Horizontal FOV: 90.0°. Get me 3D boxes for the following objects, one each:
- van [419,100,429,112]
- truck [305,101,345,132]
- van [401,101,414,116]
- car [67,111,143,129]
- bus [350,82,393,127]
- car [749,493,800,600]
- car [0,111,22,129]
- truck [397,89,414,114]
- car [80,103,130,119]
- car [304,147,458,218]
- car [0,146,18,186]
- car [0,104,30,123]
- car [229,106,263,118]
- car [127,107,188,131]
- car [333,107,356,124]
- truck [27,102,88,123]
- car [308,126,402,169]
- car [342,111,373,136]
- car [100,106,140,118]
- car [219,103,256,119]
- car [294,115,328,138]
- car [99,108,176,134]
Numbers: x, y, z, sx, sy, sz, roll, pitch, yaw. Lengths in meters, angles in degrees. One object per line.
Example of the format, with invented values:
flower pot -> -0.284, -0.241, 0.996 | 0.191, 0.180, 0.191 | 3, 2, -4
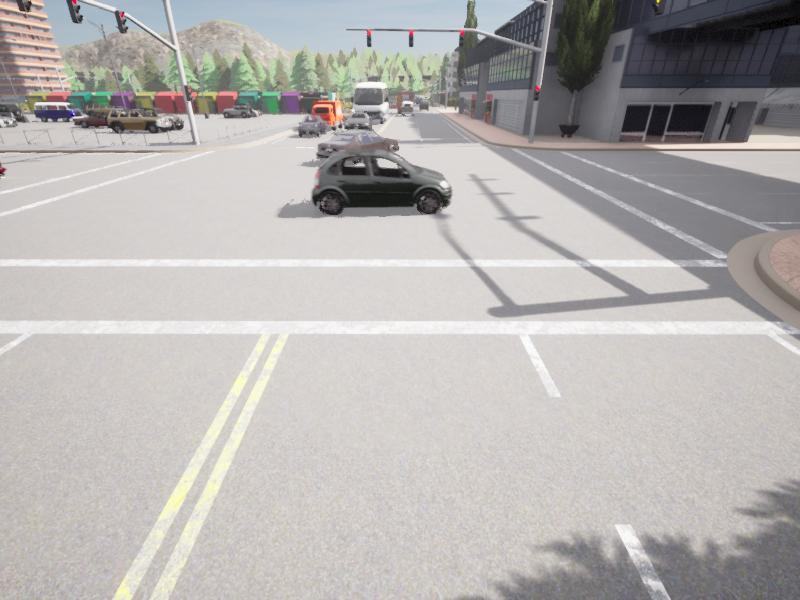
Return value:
van -> 4.805, -38.689, 79.695 | 1.775, 1.987, 4.442 | 1, 27, 1
truck -> -6.972, -17.551, 38.048 | 2.627, 2.467, 5.204 | 1, 27, 1
van -> 1.191, -30.296, 63.313 | 2.069, 2.038, 4.480 | 1, 27, 1
car -> -27.795, -17.046, 37.886 | 5.357, 1.415, 2.033 | 0, 27, 0
bus -> -3.080, -23.001, 46.685 | 3.944, 4.253, 10.273 | 1, 28, 1
car -> 3.500, 2.269, 0.697 | 1.994, 1.385, 4.181 | 0, 27, 0
car -> -38.821, -17.044, 37.898 | 3.806, 1.475, 1.970 | 0, 27, 0
truck -> 1.088, -35.825, 72.108 | 2.891, 3.827, 8.468 | 1, 27, 1
car -> -38.881, -24.985, 52.815 | 4.605, 1.855, 1.932 | 0, 27, 0
car -> -0.518, -3.439, 11.539 | 3.988, 1.617, 1.851 | -1, 27, -2
car -> -17.162, -4.694, 14.321 | 4.718, 1.301, 1.895 | -1, 27, -1
car -> -45.218, -21.227, 45.511 | 3.866, 1.878, 1.905 | 0, 27, 0
car -> -21.345, -26.088, 55.491 | 3.806, 1.475, 1.970 | 0, 27, 0
car -> -21.359, -16.005, 35.354 | 3.866, 1.878, 1.905 | 0, 27, 0
car -> -6.667, -22.384, 48.421 | 1.801, 1.575, 5.366 | 1, 27, 1
truck -> -38.839, -21.312, 45.463 | 4.478, 2.038, 2.069 | 0, 27, 0
car -> -2.064, -7.924, 20.497 | 2.033, 1.411, 5.357 | 14, 31, 26
car -> -3.563, -15.376, 34.745 | 2.152, 1.651, 5.027 | 0, 27, 0
car -> -38.812, -26.122, 55.487 | 3.905, 1.438, 1.784 | 0, 27, 0
car -> -21.361, -24.977, 52.807 | 3.866, 1.878, 1.905 | 0, 27, 0
car -> -7.088, -14.026, 32.219 | 1.845, 1.501, 3.633 | 0, 27, 1
car -> -21.419, -14.685, 32.779 | 4.605, 1.855, 1.932 | 0, 27, 0
